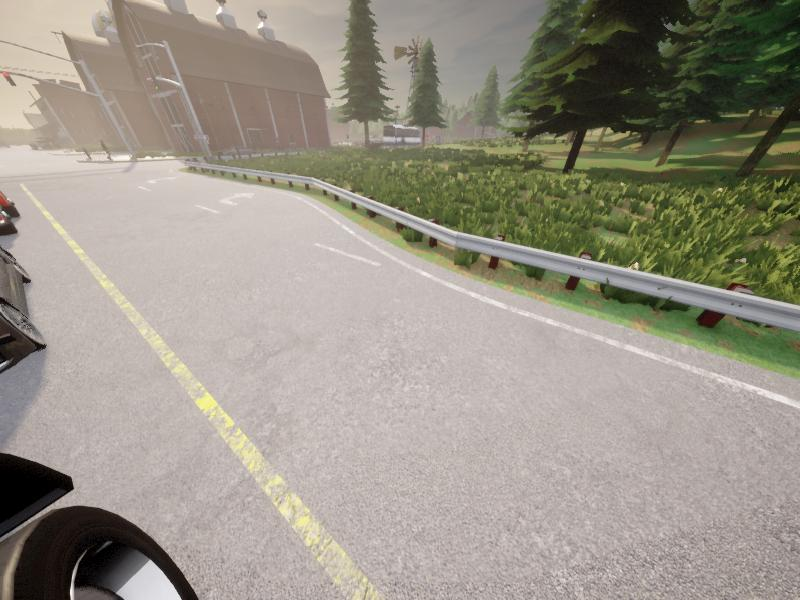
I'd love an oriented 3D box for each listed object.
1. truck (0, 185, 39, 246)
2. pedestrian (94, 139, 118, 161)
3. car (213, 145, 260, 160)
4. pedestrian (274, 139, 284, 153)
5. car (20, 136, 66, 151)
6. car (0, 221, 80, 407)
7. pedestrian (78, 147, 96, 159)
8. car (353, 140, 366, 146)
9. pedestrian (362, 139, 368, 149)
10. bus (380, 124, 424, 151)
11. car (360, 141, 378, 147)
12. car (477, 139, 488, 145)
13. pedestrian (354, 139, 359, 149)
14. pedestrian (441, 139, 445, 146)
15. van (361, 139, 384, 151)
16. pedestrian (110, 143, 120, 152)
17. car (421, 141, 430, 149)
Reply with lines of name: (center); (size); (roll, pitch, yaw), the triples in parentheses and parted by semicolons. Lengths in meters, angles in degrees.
truck: (-12.585, -2.885, 5.778); (5.204, 2.467, 2.627); (22, 40, 27)
pedestrian: (-30.203, -15.464, 23.762); (0.751, 1.860, 0.751); (-26, 43, -32)
car: (-20.547, -18.655, 29.132); (1.994, 1.385, 4.181); (22, 41, 28)
pedestrian: (-19.041, -24.278, 36.396); (0.751, 1.860, 0.751); (25, 42, 31)
car: (-65.224, -28.692, 42.297); (3.866, 1.878, 1.905); (-6, 41, -6)
car: (-6.373, -0.094, 2.712); (4.902, 1.511, 2.128); (22, 41, 28)
pedestrian: (-33.738, -15.818, 24.886); (0.500, 1.100, 0.500); (1, 35, 1)
car: (-13.440, -52.055, 76.528); (1.816, 1.474, 4.193); (22, 40, 27)
pedestrian: (-7.607, -33.873, 50.108); (0.751, 1.860, 0.751); (24, 41, 29)
bus: (0.606, -33.756, 48.214); (3.944, 4.253, 10.273); (22, 40, 28)
car: (-8.928, -44.679, 66.097); (4.902, 1.511, 2.128); (21, 40, 27)
car: (30.948, -59.294, 86.792); (1.905, 1.878, 3.866); (-5, 36, -8)
pedestrian: (-9.101, -33.021, 48.886); (0.751, 1.860, 0.751); (0, 35, 0)
pedestrian: (13.828, -50.864, 74.396); (0.751, 1.860, 0.751); (26, 43, 32)
van: (-5.478, -31.255, 46.559); (2.069, 2.038, 4.480); (22, 40, 28)
pedestrian: (-42.602, -22.804, 34.541); (0.500, 1.100, 0.500); (-28, 44, -34)
car: (6.246, -37.673, 56.164); (1.845, 1.501, 3.633); (6, 36, 8)
